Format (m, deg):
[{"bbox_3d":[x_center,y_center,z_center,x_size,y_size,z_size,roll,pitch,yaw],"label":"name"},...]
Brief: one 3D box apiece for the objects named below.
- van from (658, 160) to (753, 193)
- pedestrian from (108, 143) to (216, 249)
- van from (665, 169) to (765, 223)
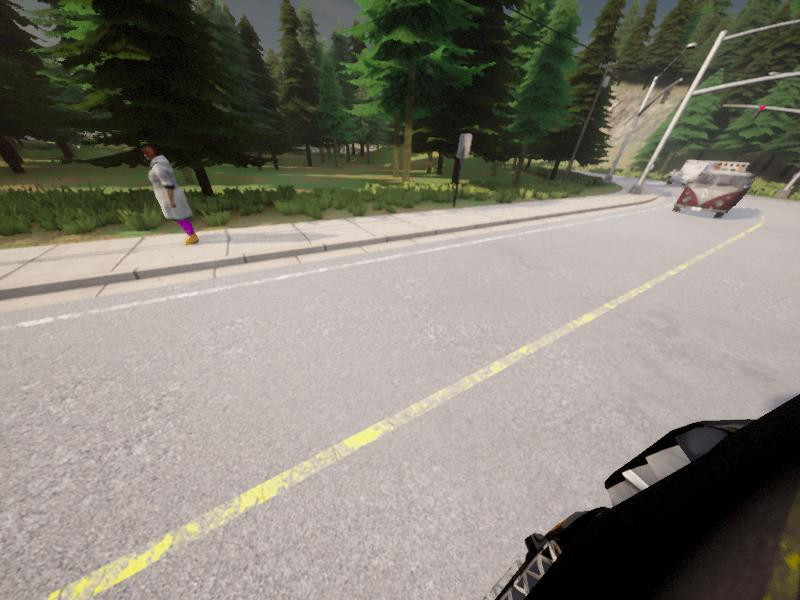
[{"bbox_3d":[30.965,-12.966,23.921,2.351,2.431,6.366,11,34,12],"label":"van"},{"bbox_3d":[-4.732,-2.118,4.799,0.751,1.860,0.751,-11,36,-20],"label":"pedestrian"},{"bbox_3d":[15.713,-5.340,11.545,4.442,1.987,1.775,-18,39,-29],"label":"van"}]
